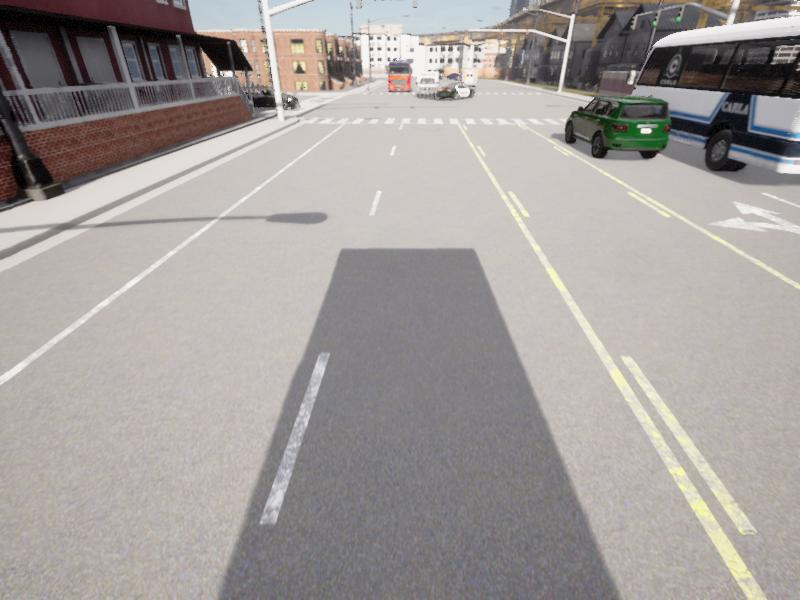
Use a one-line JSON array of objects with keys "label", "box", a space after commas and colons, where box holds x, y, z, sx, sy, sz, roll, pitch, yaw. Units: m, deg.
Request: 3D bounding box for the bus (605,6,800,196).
[{"label": "bus", "box": [11.787, -7.202, 14.057, 3.944, 4.253, 10.273, 1, 30, 2]}]

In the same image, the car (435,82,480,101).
[{"label": "car", "box": [5.952, -21.591, 41.369, 2.038, 1.542, 4.974, 24, 38, 35]}]

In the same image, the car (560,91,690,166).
[{"label": "car", "box": [8.478, -7.011, 15.929, 2.150, 2.045, 5.566, 1, 30, 2]}]

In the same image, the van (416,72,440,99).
[{"label": "van", "box": [3.040, -23.869, 44.390, 2.351, 2.431, 6.366, 1, 30, 2]}]

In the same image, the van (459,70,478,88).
[{"label": "van", "box": [11.248, -36.694, 66.271, 2.351, 2.431, 6.366, 1, 30, 2]}]

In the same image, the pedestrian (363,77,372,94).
[{"label": "pedestrian", "box": [-3.979, -26.397, 49.252, 0.751, 1.860, 0.751, 7, 31, 12]}]

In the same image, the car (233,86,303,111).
[{"label": "car", "box": [-10.472, -16.143, 31.986, 4.611, 1.667, 2.242, 3, 30, 6]}]

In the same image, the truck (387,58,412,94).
[{"label": "truck", "box": [0.059, -30.132, 53.720, 2.891, 3.827, 8.468, 1, 30, 2]}]
